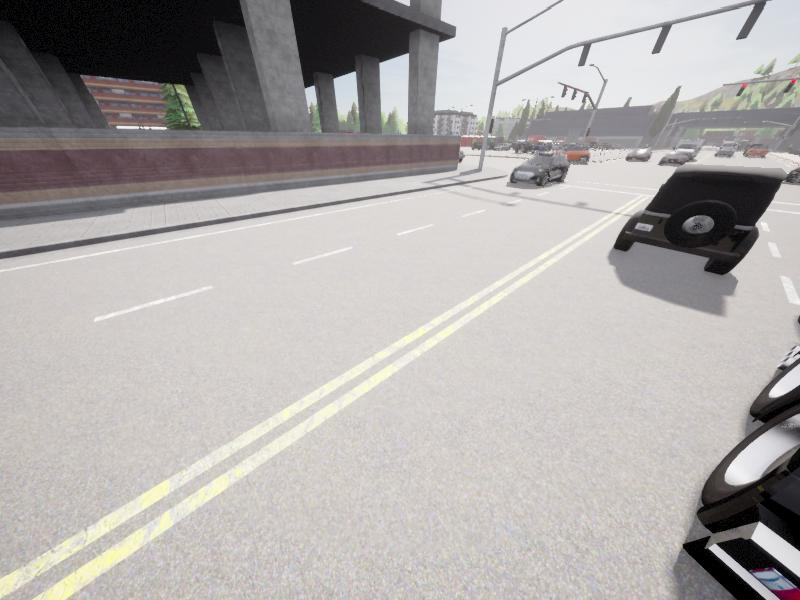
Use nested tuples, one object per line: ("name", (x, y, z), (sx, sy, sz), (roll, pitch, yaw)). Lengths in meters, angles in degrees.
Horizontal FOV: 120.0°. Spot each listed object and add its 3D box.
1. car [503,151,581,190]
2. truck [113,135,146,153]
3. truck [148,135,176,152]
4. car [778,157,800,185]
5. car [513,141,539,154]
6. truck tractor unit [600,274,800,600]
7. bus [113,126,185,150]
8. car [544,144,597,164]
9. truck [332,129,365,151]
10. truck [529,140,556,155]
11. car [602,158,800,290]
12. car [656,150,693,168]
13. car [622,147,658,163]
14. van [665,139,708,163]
("car", (8.856, -8.160, 14.346), (4.856, 1.649, 2.033), (-25, 42, -32))
("truck", (-47.553, -27.620, 40.746), (2.615, 2.467, 5.204), (-26, 42, -32))
("truck", (-44.256, -29.197, 43.033), (2.615, 2.467, 5.204), (-26, 42, -32))
("car", (26.276, -7.395, 13.470), (1.970, 1.475, 3.806), (-8, 36, -12))
("car", (23.123, -28.024, 42.447), (4.605, 1.855, 1.932), (-26, 42, -32))
("truck tractor unit", (5.128, -0.283, 0.757), (6.516, 4.208, 3.053), (-18, 39, -23))
("bus", (-57.563, -37.587, 53.663), (10.273, 4.253, 3.944), (-25, 42, -32))
("car", (19.968, -17.331, 27.355), (4.553, 1.767, 2.097), (16, 37, 20))
("truck", (-11.399, -35.482, 51.321), (2.891, 3.827, 8.468), (-26, 43, -32))
("truck", (25.041, -26.852, 40.618), (4.478, 2.038, 2.069), (-26, 42, -32))
("car", (6.881, -2.074, 5.368), (3.866, 1.878, 1.905), (-26, 43, -32))
("car", (29.689, -15.307, 24.979), (4.181, 1.385, 1.994), (-28, 44, -35))
("car", (31.150, -18.817, 29.936), (4.792, 1.488, 2.163), (-26, 43, -32))
("van", (38.354, -20.043, 30.928), (6.366, 2.431, 2.351), (-26, 43, -32))
